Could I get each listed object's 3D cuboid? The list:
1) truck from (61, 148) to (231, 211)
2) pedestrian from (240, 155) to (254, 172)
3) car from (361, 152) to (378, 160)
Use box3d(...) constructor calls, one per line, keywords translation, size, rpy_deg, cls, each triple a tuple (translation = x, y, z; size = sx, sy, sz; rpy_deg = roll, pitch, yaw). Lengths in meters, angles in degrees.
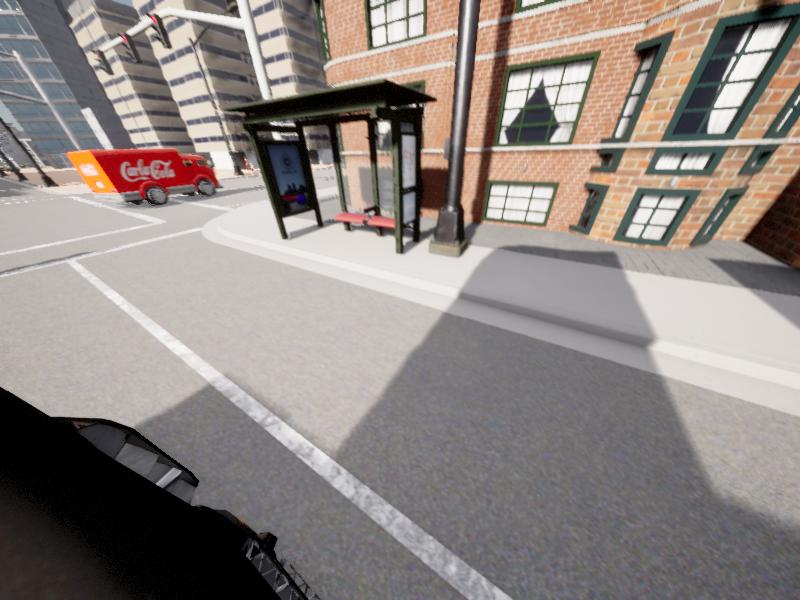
box3d(translation=(-13.131, -6.797, 12.702), size=(2.627, 2.467, 5.204), rpy_deg=(9, 35, 19), cls="truck")
box3d(translation=(-20.634, -18.425, 31.150), size=(0.751, 1.860, 0.751), rpy_deg=(13, 36, 21), cls="pedestrian")
box3d(translation=(-9.547, -45.125, 72.377), size=(4.856, 1.649, 2.033), rpy_deg=(15, 37, 26), cls="car")
